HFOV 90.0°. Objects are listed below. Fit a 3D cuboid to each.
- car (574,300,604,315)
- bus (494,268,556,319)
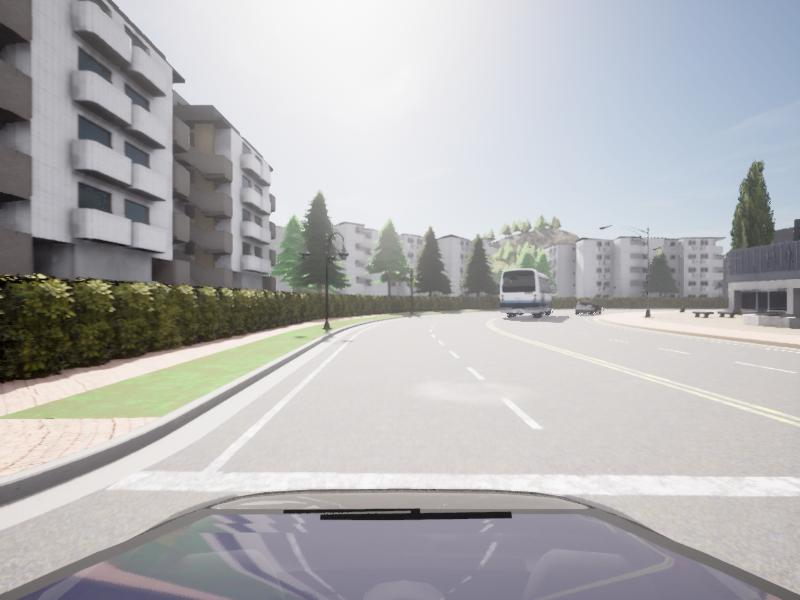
[{"bbox_3d":[20.675,0.804,43.686,1.851,1.617,3.988,0,0,42],"label":"car"},{"bbox_3d":[12.258,-0.519,38.367,3.944,4.253,10.273,-1,0,27],"label":"bus"}]
